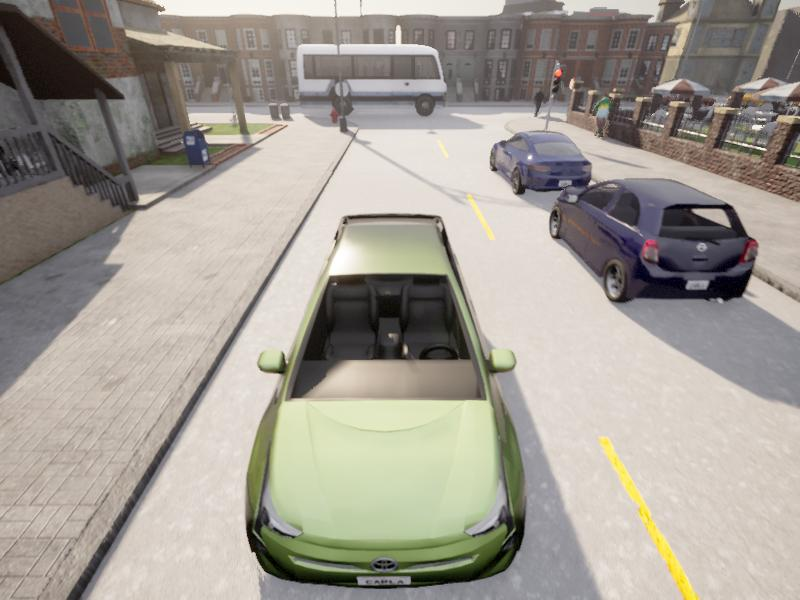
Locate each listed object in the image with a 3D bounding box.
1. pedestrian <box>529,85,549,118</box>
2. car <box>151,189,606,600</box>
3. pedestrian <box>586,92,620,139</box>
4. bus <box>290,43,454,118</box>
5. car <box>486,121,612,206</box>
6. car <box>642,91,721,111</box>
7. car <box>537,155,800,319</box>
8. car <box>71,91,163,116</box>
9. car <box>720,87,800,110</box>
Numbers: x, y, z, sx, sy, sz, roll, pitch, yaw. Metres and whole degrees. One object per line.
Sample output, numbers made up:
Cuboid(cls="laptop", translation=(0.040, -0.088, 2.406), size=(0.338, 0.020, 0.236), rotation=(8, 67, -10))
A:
Cuboid(cls="pedestrian", translation=(8.833, -12.669, 25.542), size=(0.751, 1.860, 0.751), rotation=(0, 30, 1))
Cuboid(cls="car", translation=(-0.106, 0.229, 4.096), size=(2.007, 1.525, 4.514), rotation=(0, 30, 0))
Cuboid(cls="pedestrian", translation=(9.204, -8.392, 18.233), size=(0.751, 1.860, 0.751), rotation=(1, 30, 1))
Cuboid(cls="bus", translation=(-1.755, -15.263, 27.874), size=(10.273, 4.253, 3.944), rotation=(0, 30, 0))
Cuboid(cls="car", translation=(3.980, -4.155, 11.673), size=(1.812, 1.442, 4.674), rotation=(-1, 30, -1))
Cuboid(cls="car", translation=(22.453, -16.005, 32.080), size=(4.718, 1.301, 1.895), rotation=(0, 30, 0))
Cuboid(cls="car", translation=(3.899, -1.311, 6.725), size=(1.845, 1.501, 3.633), rotation=(0, 30, 0))
Cuboid(cls="car", translation=(-19.928, -13.961, 28.372), size=(4.892, 1.490, 1.837), rotation=(0, 30, 0))
Cuboid(cls="car", translation=(29.164, -16.141, 32.077), size=(5.008, 1.535, 1.882), rotation=(0, 30, 0))
